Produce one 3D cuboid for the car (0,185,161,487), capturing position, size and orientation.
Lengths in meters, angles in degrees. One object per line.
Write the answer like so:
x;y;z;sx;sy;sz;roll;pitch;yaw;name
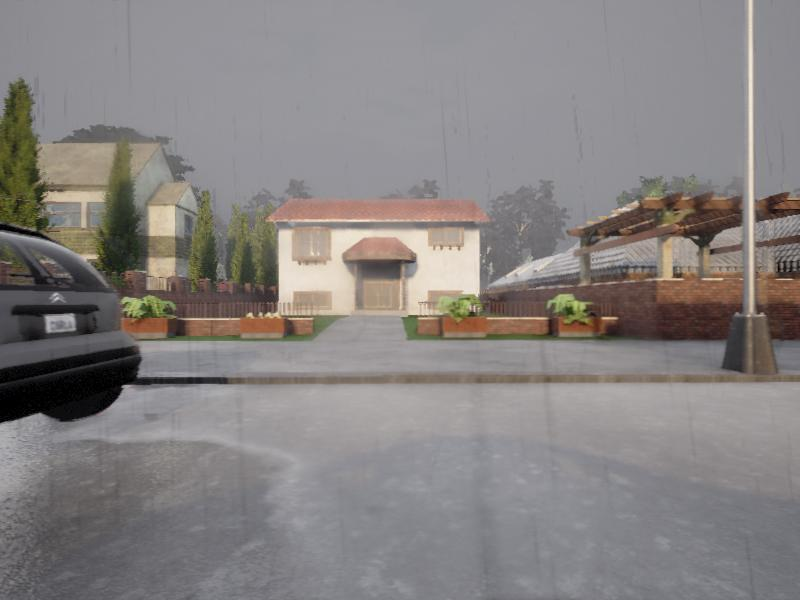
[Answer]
-4.137;0.197;2.650;3.988;1.617;1.851;0;0;0;car
